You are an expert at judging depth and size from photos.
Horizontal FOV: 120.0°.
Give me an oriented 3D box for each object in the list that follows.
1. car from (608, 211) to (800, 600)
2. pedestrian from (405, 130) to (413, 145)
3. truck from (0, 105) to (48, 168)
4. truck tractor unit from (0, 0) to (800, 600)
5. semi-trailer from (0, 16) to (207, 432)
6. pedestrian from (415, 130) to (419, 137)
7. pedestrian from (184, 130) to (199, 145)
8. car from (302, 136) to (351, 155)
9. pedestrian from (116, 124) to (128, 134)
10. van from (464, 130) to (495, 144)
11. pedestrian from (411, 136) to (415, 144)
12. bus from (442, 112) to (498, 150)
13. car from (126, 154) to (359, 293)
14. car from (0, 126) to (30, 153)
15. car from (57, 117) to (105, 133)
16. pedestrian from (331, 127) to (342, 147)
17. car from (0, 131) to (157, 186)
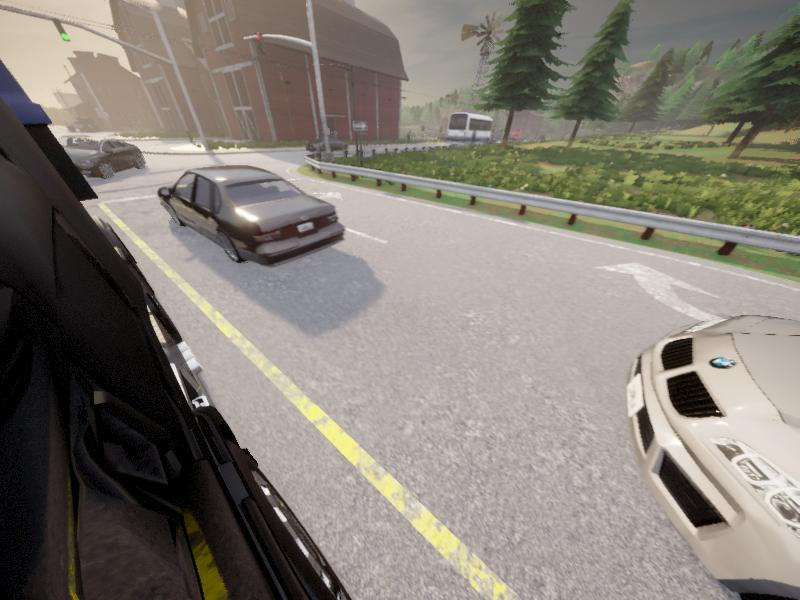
[{"bbox_3d":[3.895,1.300,0.648,4.611,1.667,2.242,26,43,28],"label":"car"},{"bbox_3d":[1.416,-25.470,36.190,0.751,1.860,0.751,-30,47,-35],"label":"pedestrian"},{"bbox_3d":[-21.426,-8.436,11.831,5.204,2.467,2.627,25,42,28],"label":"truck"},{"bbox_3d":[-2.645,-0.295,0.351,6.516,4.208,3.053,28,44,30],"label":"truck tractor unit"},{"bbox_3d":[-9.019,-3.340,3.925,14.254,4.402,2.717,24,43,27],"label":"semi-trailer"},{"bbox_3d":[5.270,-51.360,71.280,0.751,1.860,0.751,30,45,32],"label":"pedestrian"},{"bbox_3d":[-20.207,-15.729,22.354,0.500,1.100,0.500,10,37,10],"label":"pedestrian"},{"bbox_3d":[-7.102,-15.300,22.758,1.994,1.385,4.181,26,43,29],"label":"car"},{"bbox_3d":[-39.636,-24.315,32.905,0.500,1.100,0.500,10,37,11],"label":"pedestrian"},{"bbox_3d":[18.711,-38.855,54.930,2.351,2.431,6.366,-25,44,-32],"label":"van"},{"bbox_3d":[2.104,-26.116,37.734,0.500,1.100,0.500,-29,46,-35],"label":"pedestrian"},{"bbox_3d":[11.151,-26.585,36.476,3.944,4.253,10.273,26,43,29],"label":"bus"},{"bbox_3d":[-3.607,-2.159,5.161,5.357,1.411,2.033,25,42,28],"label":"car"},{"bbox_3d":[-28.935,-11.562,16.565,4.181,1.385,1.994,25,42,28],"label":"car"},{"bbox_3d":[-50.785,-28.008,36.914,3.866,1.878,1.905,-3,43,-4],"label":"car"},{"bbox_3d":[-7.528,-19.236,27.333,0.751,1.860,0.751,26,43,28],"label":"pedestrian"},{"bbox_3d":[-13.885,-6.547,10.494,2.128,1.511,4.902,-7,37,-20],"label":"car"}]
